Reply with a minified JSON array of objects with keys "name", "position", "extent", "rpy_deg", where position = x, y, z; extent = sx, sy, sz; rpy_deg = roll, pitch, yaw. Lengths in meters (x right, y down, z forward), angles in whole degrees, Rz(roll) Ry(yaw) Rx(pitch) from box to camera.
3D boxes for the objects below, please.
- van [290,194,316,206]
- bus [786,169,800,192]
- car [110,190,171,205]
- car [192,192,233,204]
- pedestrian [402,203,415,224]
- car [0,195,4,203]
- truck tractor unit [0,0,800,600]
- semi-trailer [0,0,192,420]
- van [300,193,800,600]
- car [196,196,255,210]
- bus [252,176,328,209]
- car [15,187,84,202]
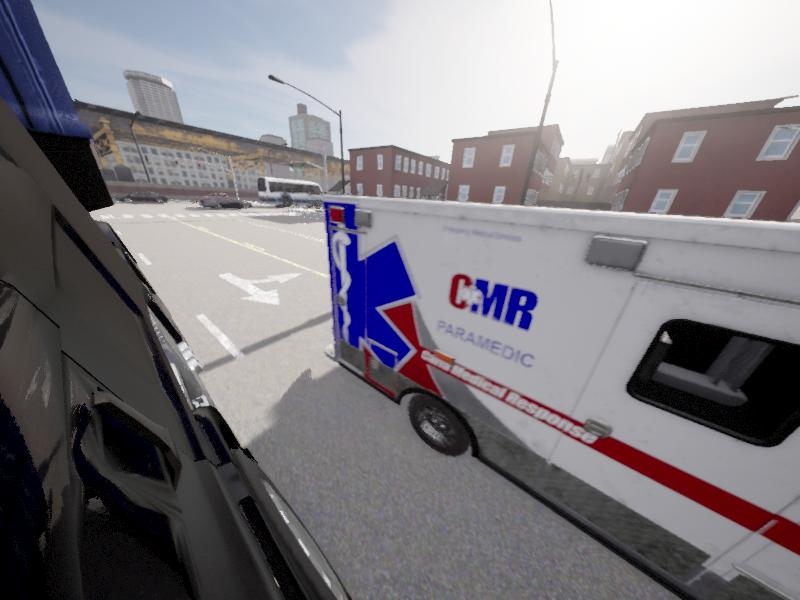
[{"name":"van","position":[-19.603,-20.242,46.931],"extent":[1.775,1.987,4.442],"rpy_deg":[20,29,33]},{"name":"bus","position":[52.642,-14.665,27.031],"extent":[3.944,4.253,10.273],"rpy_deg":[20,40,33]},{"name":"car","position":[-33.664,-13.386,30.176],"extent":[1.837,1.490,4.892],"rpy_deg":[20,28,33]},{"name":"car","position":[-31.071,-16.992,38.463],"extent":[2.242,1.667,4.611],"rpy_deg":[20,29,33]},{"name":"pedestrian","position":[0.807,-8.311,22.257],"extent":[0.751,1.860,0.751],"rpy_deg":[19,28,32]},{"name":"car","position":[-41.441,-9.671,20.869],"extent":[2.033,1.411,5.357],"rpy_deg":[20,29,33]},{"name":"truck tractor unit","position":[-2.645,-0.295,0.351],"extent":[6.516,4.208,3.053],"rpy_deg":[28,44,30]},{"name":"semi-trailer","position":[-8.937,-2.590,4.915],"extent":[14.254,4.402,2.717],"rpy_deg":[15,26,34]},{"name":"van","position":[2.129,0.575,2.025],"extent":[6.366,2.431,2.351],"rpy_deg":[20,29,33]},{"name":"car","position":[-21.665,-12.098,28.937],"extent":[2.033,1.411,5.357],"rpy_deg":[20,29,33]},{"name":"bus","position":[-17.713,-17.617,38.415],"extent":[3.944,4.253,10.273],"rpy_deg":[20,29,33]},{"name":"car","position":[-40.677,-12.323,27.009],"extent":[1.994,1.385,4.181],"rpy_deg":[20,29,33]}]
